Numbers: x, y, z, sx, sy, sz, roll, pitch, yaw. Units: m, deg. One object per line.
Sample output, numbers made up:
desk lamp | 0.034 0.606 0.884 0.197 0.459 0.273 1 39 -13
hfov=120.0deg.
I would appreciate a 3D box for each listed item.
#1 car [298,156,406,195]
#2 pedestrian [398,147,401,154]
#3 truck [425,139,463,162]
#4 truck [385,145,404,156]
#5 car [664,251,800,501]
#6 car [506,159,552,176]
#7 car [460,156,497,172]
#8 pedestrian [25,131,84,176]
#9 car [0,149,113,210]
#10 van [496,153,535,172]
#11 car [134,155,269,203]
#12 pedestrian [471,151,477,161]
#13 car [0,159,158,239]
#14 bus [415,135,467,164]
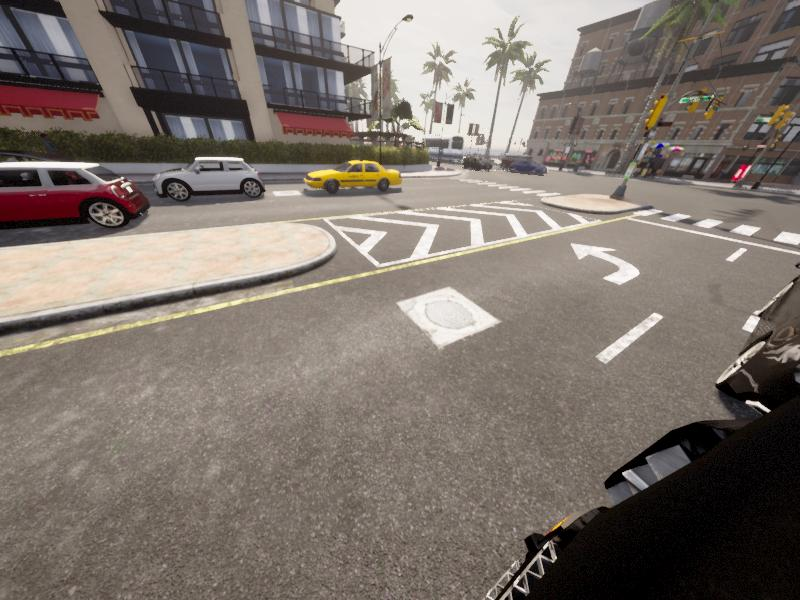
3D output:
car | -2.468 -6.914 12.737 5.366 1.575 1.801 -16 38 -26
pedestrian | -0.166 -47.809 73.920 0.751 1.860 0.751 -21 40 -31
truck | 9.121 -32.060 49.460 2.891 3.827 8.468 -16 38 -26
truck | -1.631 -41.857 64.609 2.627 2.467 5.204 -22 41 -32
car | 5.408 0.457 2.307 4.902 1.511 2.128 -16 38 -26
car | 15.920 -16.569 28.814 1.812 1.442 4.674 -16 38 -26
car | 10.153 -17.914 30.320 2.007 1.525 4.514 -11 36 -19
pedestrian | -17.485 -7.410 11.757 0.751 1.860 0.751 -17 38 -27
car | -12.714 -3.908 7.446 3.705 1.549 1.789 -16 38 -26
van | 16.628 -19.963 33.490 1.775 1.987 4.442 -16 38 -26
car | -8.044 -5.240 9.882 3.806 1.475 1.970 -16 38 -26
pedestrian | 17.490 -33.980 54.456 0.751 1.860 0.751 -13 37 -23
car | -9.272 -2.632 5.861 3.806 1.475 1.970 -16 38 -26
bus | 7.680 -29.674 45.375 3.944 4.253 10.273 -16 38 -26
